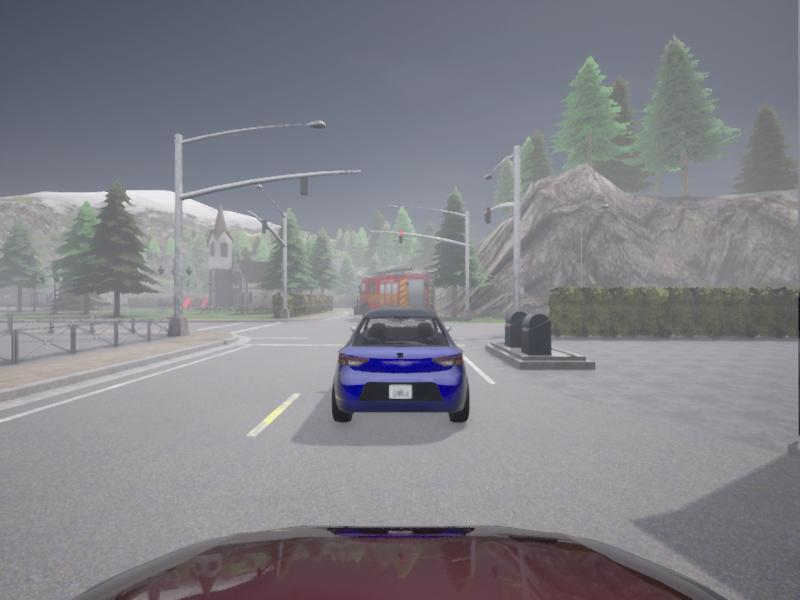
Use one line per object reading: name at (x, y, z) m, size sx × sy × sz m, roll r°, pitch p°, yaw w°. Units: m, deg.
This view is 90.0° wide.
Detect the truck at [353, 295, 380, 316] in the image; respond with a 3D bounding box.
truck at (-3.439, 0.540, 42.504) m, size 2.390 × 2.098 × 6.274 m, roll 0°, pitch 0°, yaw 0°

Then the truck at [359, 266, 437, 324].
truck at (-0.476, -0.323, 30.995) m, size 2.891 × 3.827 × 8.468 m, roll -1°, pitch 0°, yaw -24°

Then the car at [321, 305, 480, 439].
car at (0.012, 0.854, 6.661) m, size 1.816 × 1.474 × 4.193 m, roll 0°, pitch 0°, yaw 0°

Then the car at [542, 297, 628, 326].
car at (11.682, 0.693, 25.531) m, size 4.553 × 1.767 × 2.097 m, roll 0°, pitch 0°, yaw 0°

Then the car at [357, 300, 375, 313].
car at (-4.307, 0.768, 50.661) m, size 1.930 × 1.638 × 5.238 m, roll 0°, pitch 0°, yaw -9°

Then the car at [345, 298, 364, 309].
car at (-8.295, 0.652, 72.217) m, size 1.905 × 1.878 × 3.866 m, roll 0°, pitch 0°, yaw -33°
